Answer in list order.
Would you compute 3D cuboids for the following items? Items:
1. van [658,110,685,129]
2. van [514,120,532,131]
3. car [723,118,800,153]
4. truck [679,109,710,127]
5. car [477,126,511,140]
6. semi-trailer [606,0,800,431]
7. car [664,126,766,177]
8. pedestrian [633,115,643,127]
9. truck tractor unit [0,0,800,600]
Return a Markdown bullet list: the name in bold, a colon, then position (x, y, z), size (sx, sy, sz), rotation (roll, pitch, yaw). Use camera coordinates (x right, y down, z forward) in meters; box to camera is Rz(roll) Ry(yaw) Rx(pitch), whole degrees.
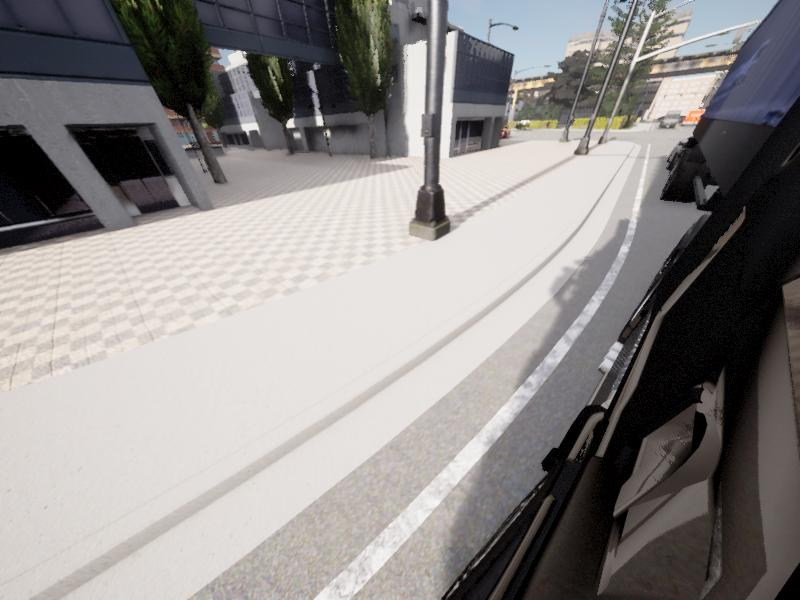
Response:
- **van**: position (48.038, -32.046, 41.035), size (1.988, 2.561, 5.915), rotation (26, 46, 33)
- **van**: position (32.132, -45.669, 60.535), size (2.069, 2.038, 4.480), rotation (-5, 37, -3)
- **car**: position (23.826, -10.835, 15.163), size (2.033, 1.649, 4.856), rotation (26, 45, 33)
- **truck**: position (57.568, -35.726, 45.374), size (2.627, 2.467, 5.204), rotation (26, 46, 33)
- **car**: position (13.748, -24.655, 34.087), size (3.988, 1.617, 1.851), rotation (26, 46, 32)
- **semi-trailer**: position (8.252, -3.887, 4.608), size (2.717, 4.402, 14.254), rotation (29, 47, 35)
- **car**: position (14.554, -7.244, 11.066), size (2.038, 1.542, 4.974), rotation (27, 46, 33)
- **pedestrian**: position (47.822, -35.886, 46.422), size (0.751, 1.860, 0.751), rotation (22, 43, 29)
- **truck tractor unit**: position (2.645, -0.295, 0.351), size (6.516, 4.208, 3.053), rotation (-28, 44, -30)
